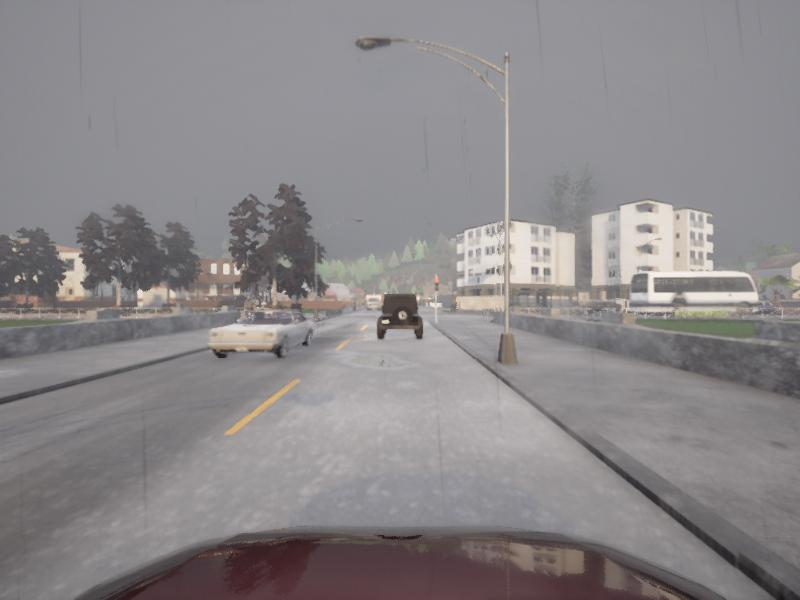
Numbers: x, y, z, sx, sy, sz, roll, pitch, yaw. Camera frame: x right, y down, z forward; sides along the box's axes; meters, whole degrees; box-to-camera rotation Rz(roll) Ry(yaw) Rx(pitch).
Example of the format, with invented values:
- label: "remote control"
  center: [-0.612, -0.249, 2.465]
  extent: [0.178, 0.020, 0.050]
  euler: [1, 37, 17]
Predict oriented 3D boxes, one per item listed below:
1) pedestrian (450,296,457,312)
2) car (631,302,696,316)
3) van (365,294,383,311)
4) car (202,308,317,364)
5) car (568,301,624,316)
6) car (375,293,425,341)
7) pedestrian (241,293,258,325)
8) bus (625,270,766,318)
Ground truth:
- label: "pedestrian"
  center: [6.344, 0.432, 47.333]
  extent: [0.751, 1.860, 0.751]
  euler: [0, 0, 1]
- label: "car"
  center: [27.163, 0.907, 41.323]
  extent: [5.357, 1.411, 2.033]
  euler: [0, 0, 0]
- label: "van"
  center: [-4.000, 0.397, 61.999]
  extent: [2.351, 2.431, 6.366]
  euler: [0, 0, 0]
- label: "car"
  center: [-4.000, 0.947, 12.333]
  extent: [1.895, 1.301, 4.718]
  euler: [0, 0, 0]
- label: "car"
  center: [20.153, 0.857, 41.209]
  extent: [4.892, 1.490, 1.837]
  euler: [0, 0, 1]
- label: "car"
  center: [0.003, 0.651, 17.385]
  extent: [1.905, 1.878, 3.866]
  euler: [0, 0, 0]
- label: "pedestrian"
  center: [-9.088, 0.540, 24.176]
  extent: [0.751, 1.860, 0.751]
  euler: [0, 0, -2]
- label: "bus"
  center: [27.329, -0.522, 37.479]
  extent: [10.273, 4.253, 3.944]
  euler: [0, 0, 1]
